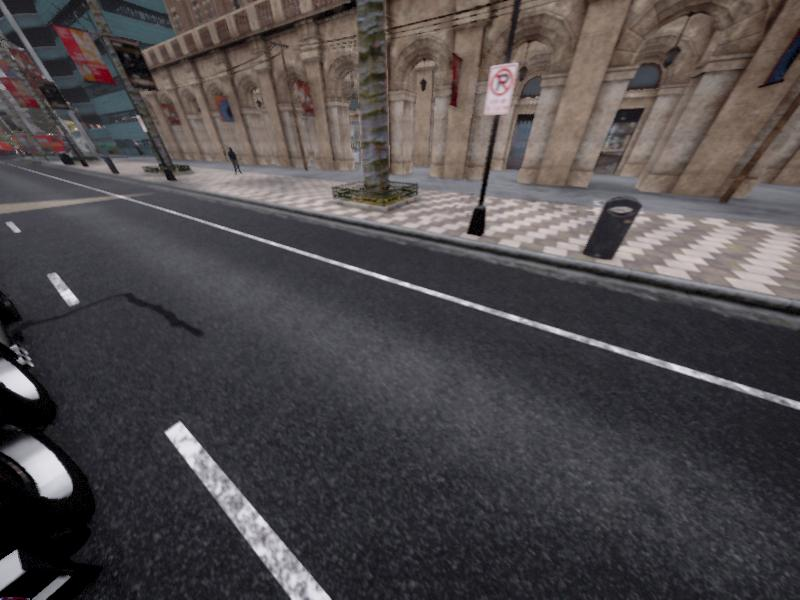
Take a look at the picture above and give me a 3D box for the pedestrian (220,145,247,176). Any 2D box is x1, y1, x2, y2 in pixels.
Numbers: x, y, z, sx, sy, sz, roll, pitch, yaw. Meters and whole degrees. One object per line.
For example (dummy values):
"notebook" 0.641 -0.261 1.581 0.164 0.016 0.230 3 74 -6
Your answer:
"pedestrian" -11.939 -10.042 16.648 0.751 1.860 0.751 18 39 25

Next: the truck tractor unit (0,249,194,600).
"truck tractor unit" -5.086 -0.326 0.819 6.516 4.208 3.053 19 39 25
